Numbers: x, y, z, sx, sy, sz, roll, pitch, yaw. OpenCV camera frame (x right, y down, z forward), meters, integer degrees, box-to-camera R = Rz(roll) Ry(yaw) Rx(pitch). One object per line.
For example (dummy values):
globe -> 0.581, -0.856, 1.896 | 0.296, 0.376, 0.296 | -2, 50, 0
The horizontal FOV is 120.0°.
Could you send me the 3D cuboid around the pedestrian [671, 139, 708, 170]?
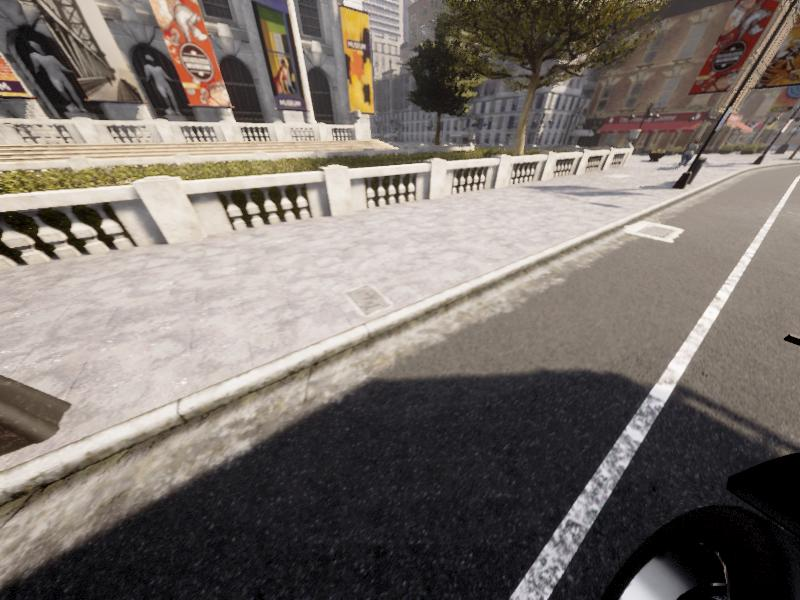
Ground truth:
pedestrian -> 21.108, -10.638, 16.874 | 0.751, 1.860, 0.751 | -15, 38, -20
